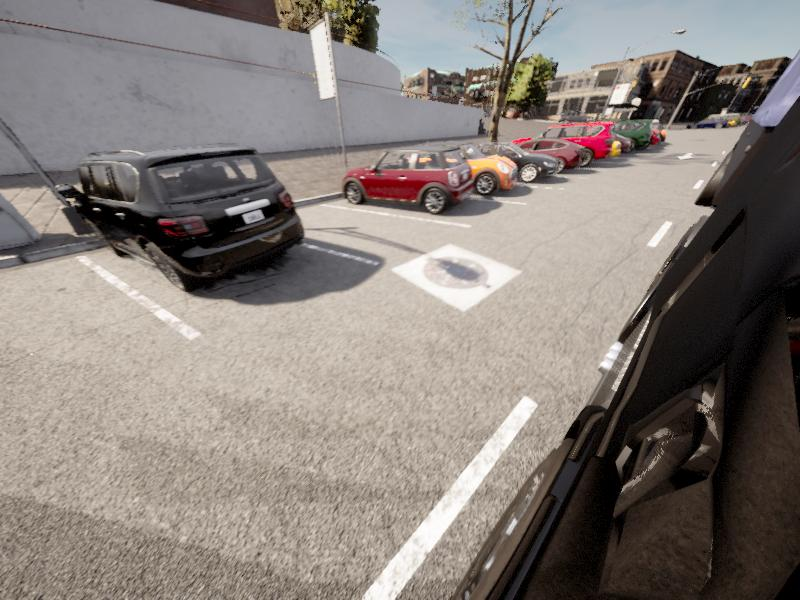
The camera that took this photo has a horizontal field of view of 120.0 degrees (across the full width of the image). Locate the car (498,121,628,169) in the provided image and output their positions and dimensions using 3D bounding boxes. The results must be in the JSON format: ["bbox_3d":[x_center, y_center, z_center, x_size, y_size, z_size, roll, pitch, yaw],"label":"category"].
[{"bbox_3d":[9.223,-9.204,13.745,5.566,2.045,2.435,17,41,25],"label":"car"}]

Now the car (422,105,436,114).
[{"bbox_3d":[8.696,-57.288,69.527,2.185,1.767,4.553,21,42,21],"label":"car"}]

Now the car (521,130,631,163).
[{"bbox_3d":[11.399,-10.257,15.460,5.366,1.575,1.946,17,41,25],"label":"car"}]

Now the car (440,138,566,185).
[{"bbox_3d":[4.658,-6.575,10.887,4.892,1.521,2.231,17,40,25],"label":"car"}]

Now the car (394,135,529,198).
[{"bbox_3d":[2.332,-5.470,9.322,4.553,1.767,2.185,17,40,25],"label":"car"}]

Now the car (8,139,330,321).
[{"bbox_3d":[-4.570,-1.913,4.745,5.566,2.045,2.435,17,41,25],"label":"car"}]

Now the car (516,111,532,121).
[{"bbox_3d":[28.045,-41.637,52.338,2.231,1.521,4.892,23,42,21],"label":"car"}]

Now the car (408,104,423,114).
[{"bbox_3d":[4.812,-60.310,72.921,2.435,2.045,5.566,18,39,24],"label":"car"}]

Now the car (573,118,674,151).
[{"bbox_3d":[18.511,-14.025,19.719,5.566,2.045,2.435,17,40,25],"label":"car"}]

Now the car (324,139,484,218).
[{"bbox_3d":[0.086,-4.234,7.791,4.553,1.767,2.185,17,41,25],"label":"car"}]

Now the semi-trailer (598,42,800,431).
[{"bbox_3d":[8.691,-3.593,4.261,14.254,4.402,2.717,-28,44,-30],"label":"semi-trailer"}]

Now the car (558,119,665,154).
[{"bbox_3d":[16.141,-12.831,18.243,5.566,2.045,2.435,17,41,25],"label":"car"}]

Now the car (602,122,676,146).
[{"bbox_3d":[23.177,-16.312,22.752,4.553,1.767,2.185,18,41,26],"label":"car"}]

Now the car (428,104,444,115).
[{"bbox_3d":[10.683,-55.830,67.724,2.435,2.045,5.566,22,42,20],"label":"car"}]

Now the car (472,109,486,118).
[{"bbox_3d":[20.365,-47.859,59.313,2.002,1.452,4.674,23,43,21],"label":"car"}]

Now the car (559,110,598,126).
[{"bbox_3d":[30.401,-31.130,39.568,1.932,1.855,4.605,-26,48,-31],"label":"car"}]

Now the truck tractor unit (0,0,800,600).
[{"bbox_3d":[2.645,-0.295,0.351,6.516,4.208,3.053,-28,44,-30],"label":"truck tractor unit"}]

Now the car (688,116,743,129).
[{"bbox_3d":[56.213,-31.662,41.339,5.366,1.575,1.946,21,42,29],"label":"car"}]

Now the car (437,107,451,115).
[{"bbox_3d":[12.722,-54.202,66.311,1.946,1.575,5.366,22,42,21],"label":"car"}]

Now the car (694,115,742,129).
[{"bbox_3d":[58.529,-32.912,42.686,4.553,1.767,2.185,21,42,30],"label":"car"}]

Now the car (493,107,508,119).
[{"bbox_3d":[24.164,-44.877,55.589,1.878,1.987,4.442,23,43,21],"label":"car"}]

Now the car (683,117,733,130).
[{"bbox_3d":[53.510,-30.701,40.271,4.792,1.488,2.163,21,43,29],"label":"car"}]

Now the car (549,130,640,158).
[{"bbox_3d":[13.870,-11.379,16.903,4.674,1.452,2.002,17,41,25],"label":"car"}]

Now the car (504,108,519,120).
[{"bbox_3d":[26.090,-43.314,53.852,1.878,1.987,4.442,23,43,21],"label":"car"}]

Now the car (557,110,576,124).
[{"bbox_3d":[33.836,-37.168,46.998,2.435,2.045,5.566,23,42,21],"label":"car"}]

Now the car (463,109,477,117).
[{"bbox_3d":[18.426,-49.417,61.042,2.002,1.452,4.674,22,42,21],"label":"car"}]

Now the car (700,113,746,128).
[{"bbox_3d":[61.151,-34.021,43.854,4.442,1.987,1.878,22,42,30],"label":"car"}]

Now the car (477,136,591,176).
[{"bbox_3d":[6.933,-7.766,12.407,4.792,1.488,2.163,17,41,25],"label":"car"}]

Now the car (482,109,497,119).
[{"bbox_3d":[22.379,-46.426,57.676,1.946,1.575,5.366,23,42,21],"label":"car"}]

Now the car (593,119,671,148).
[{"bbox_3d":[20.911,-15.180,21.183,4.442,1.987,1.878,18,40,26],"label":"car"}]
